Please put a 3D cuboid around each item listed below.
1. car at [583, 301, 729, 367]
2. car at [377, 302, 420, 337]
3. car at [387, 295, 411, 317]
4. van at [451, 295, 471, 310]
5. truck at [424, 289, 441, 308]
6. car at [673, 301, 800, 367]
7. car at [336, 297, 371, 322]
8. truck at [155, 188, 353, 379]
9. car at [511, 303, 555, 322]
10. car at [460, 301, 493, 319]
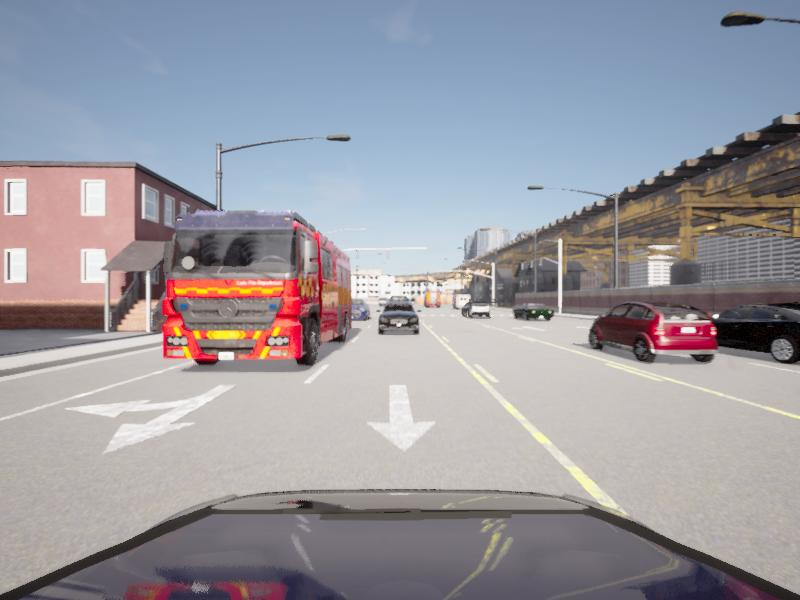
[{"bbox_3d":[6.936,0.814,11.388,1.789,1.549,3.705,0,0,0],"label":"car"},{"bbox_3d":[-0.054,0.841,19.572,1.837,1.490,4.892,0,0,0],"label":"car"},{"bbox_3d":[-0.108,0.559,39.736,2.150,2.045,5.566,0,0,0],"label":"car"},{"bbox_3d":[10.318,0.360,68.063,2.351,2.431,6.366,0,0,0],"label":"van"},{"bbox_3d":[6.775,-0.348,84.810,2.891,3.827,8.468,0,0,0],"label":"truck"},{"bbox_3d":[10.469,0.819,11.423,1.882,1.535,5.008,0,0,0],"label":"car"},{"bbox_3d":[-3.486,0.686,30.798,2.097,1.767,4.553,0,0,1],"label":"car"},{"bbox_3d":[-3.430,-0.325,12.269,2.891,3.827,8.468,0,0,1],"label":"truck"},{"bbox_3d":[10.413,0.935,31.657,1.895,1.301,4.718,0,0,0],"label":"car"},{"bbox_3d":[6.808,0.819,36.036,2.007,1.525,4.514,0,0,-1],"label":"car"}]
